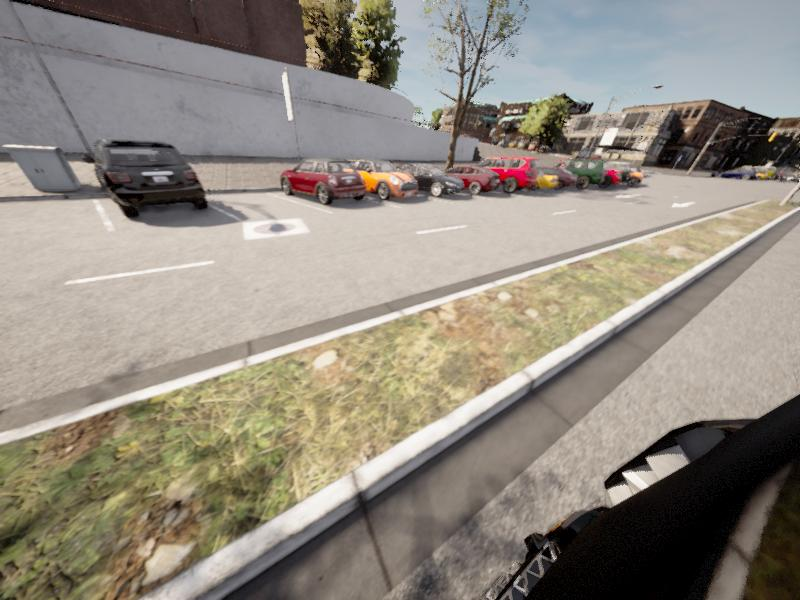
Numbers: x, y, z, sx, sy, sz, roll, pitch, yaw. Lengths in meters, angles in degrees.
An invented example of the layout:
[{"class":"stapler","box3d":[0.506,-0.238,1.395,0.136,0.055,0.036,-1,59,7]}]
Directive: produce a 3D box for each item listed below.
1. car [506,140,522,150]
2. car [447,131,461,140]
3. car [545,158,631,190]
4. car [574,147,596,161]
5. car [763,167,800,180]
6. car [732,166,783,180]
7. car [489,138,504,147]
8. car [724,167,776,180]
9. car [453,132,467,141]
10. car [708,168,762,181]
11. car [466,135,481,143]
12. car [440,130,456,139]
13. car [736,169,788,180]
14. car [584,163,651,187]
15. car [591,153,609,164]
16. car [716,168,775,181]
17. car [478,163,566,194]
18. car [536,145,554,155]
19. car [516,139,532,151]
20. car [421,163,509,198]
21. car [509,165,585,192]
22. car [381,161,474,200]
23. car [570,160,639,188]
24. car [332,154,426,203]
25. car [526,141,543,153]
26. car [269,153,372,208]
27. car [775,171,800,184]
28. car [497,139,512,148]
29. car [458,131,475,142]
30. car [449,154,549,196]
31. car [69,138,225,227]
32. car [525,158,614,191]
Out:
[{"class":"car","box3d":[29.770,-40.416,60.233,1.946,1.575,5.366,32,42,28]},{"class":"car","box3d":[17.759,-54.155,76.027,2.185,1.767,4.553,29,40,28]},{"class":"car","box3d":[17.077,-11.690,21.256,5.566,2.045,2.435,26,39,32]},{"class":"car","box3d":[38.494,-30.219,47.949,2.435,2.045,5.566,32,42,28]},{"class":"car","box3d":[81.159,-26.344,48.062,2.435,2.045,5.566,-24,41,-36]},{"class":"car","box3d":[64.505,-23.034,41.807,1.878,1.987,4.442,-26,42,-37]},{"class":"car","box3d":[26.696,-43.755,64.146,2.002,1.452,4.674,31,42,28]},{"class":"car","box3d":[61.638,-22.434,40.864,2.185,1.767,4.553,-26,42,-37]},{"class":"car","box3d":[19.232,-52.463,73.999,2.185,1.767,4.553,30,41,27]},{"class":"car","box3d":[56.119,-21.209,38.876,2.163,1.488,4.792,-27,43,-37]},{"class":"car","box3d":[22.376,-49.008,70.224,1.946,1.575,5.366,31,42,28]},{"class":"car","box3d":[16.234,-55.820,77.933,2.435,2.045,5.566,27,38,31]},{"class":"car","box3d":[67.179,-23.457,43.072,2.231,1.521,4.892,-25,42,-37]},{"class":"car","box3d":[22.319,-13.002,23.900,4.553,1.767,2.185,26,40,32]},{"class":"car","box3d":[39.915,-28.256,46.102,2.002,1.452,4.674,32,42,28]},{"class":"car","box3d":[59.032,-21.659,39.703,1.946,1.575,5.366,-26,42,-37]},{"class":"car","box3d":[9.073,-9.387,17.574,5.366,1.575,1.946,26,40,32]},{"class":"car","box3d":[34.045,-35.170,54.091,2.231,1.521,4.892,32,42,28]},{"class":"car","box3d":[31.072,-38.751,57.894,1.878,1.987,4.442,32,42,28]},{"class":"car","box3d":[3.991,-7.844,14.880,4.792,1.488,2.163,26,40,32]},{"class":"car","box3d":[11.819,-10.006,18.807,4.674,1.452,2.002,26,40,32]},{"class":"car","box3d":[1.418,-7.133,13.545,4.892,1.521,2.231,26,39,32]},{"class":"car","box3d":[19.760,-12.351,22.520,4.442,1.987,1.878,26,39,32]},{"class":"car","box3d":[-1.195,-6.517,12.177,4.553,1.767,2.185,26,39,32]},{"class":"car","box3d":[32.542,-37.026,55.886,1.878,1.987,4.442,32,42,28]},{"class":"car","box3d":[-3.748,-5.758,10.827,4.553,1.767,2.185,26,40,32]},{"class":"car","box3d":[64.264,-19.966,37.597,4.902,1.511,2.128,-12,36,-21]},{"class":"car","box3d":[28.181,-42.033,62.145,2.002,1.452,4.674,32,42,28]},{"class":"car","box3d":[20.774,-50.836,71.925,2.435,2.045,5.566,31,42,27]},{"class":"car","box3d":[6.601,-8.810,16.043,5.566,2.045,2.435,26,40,32]},{"class":"car","box3d":[-8.988,-4.411,8.168,5.566,2.045,2.435,26,40,32]},{"class":"car","box3d":[14.414,-10.987,19.976,5.566,2.045,2.435,26,40,32]}]
